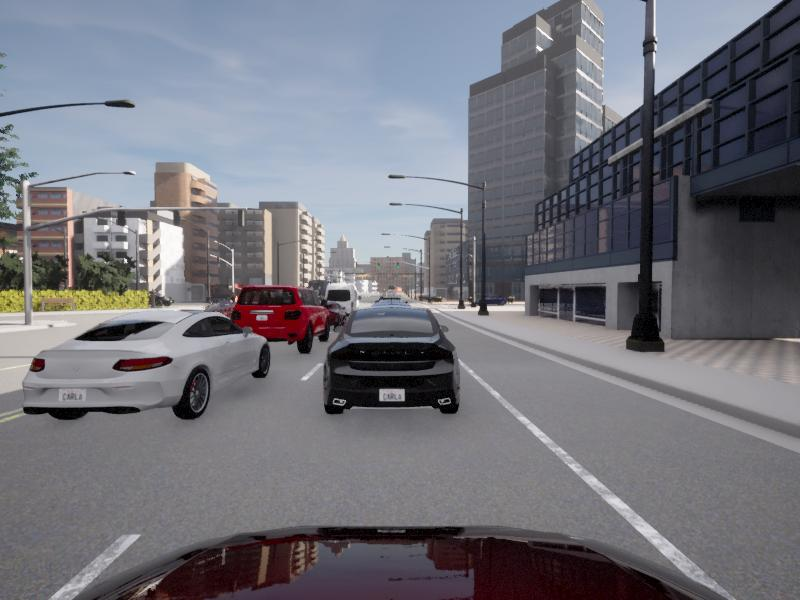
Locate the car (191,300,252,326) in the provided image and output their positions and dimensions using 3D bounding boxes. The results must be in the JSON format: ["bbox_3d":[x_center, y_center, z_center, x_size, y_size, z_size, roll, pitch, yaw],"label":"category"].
[{"bbox_3d":[-10.999,0.759,25.058,1.994,1.385,4.181,0,1,-1],"label":"car"}]

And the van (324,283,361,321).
[{"bbox_3d":[-4.154,0.079,29.688,1.988,2.561,5.915,0,1,-1],"label":"van"}]

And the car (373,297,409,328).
[{"bbox_3d":[-0.525,0.655,24.063,1.930,1.638,5.238,0,1,-1],"label":"car"}]

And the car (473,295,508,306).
[{"bbox_3d":[12.127,0.028,53.711,4.193,1.474,1.816,0,2,-1],"label":"car"}]

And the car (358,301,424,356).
[{"bbox_3d":[-0.306,0.817,14.073,1.882,1.535,5.008,0,1,-1],"label":"car"}]

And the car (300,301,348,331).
[{"bbox_3d":[-4.046,0.782,22.070,1.812,1.442,4.674,0,1,-1],"label":"car"}]

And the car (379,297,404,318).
[{"bbox_3d":[-0.691,0.567,31.748,1.816,1.474,4.193,0,1,-1],"label":"car"}]

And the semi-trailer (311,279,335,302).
[{"bbox_3d":[-15.838,-1.925,83.614,2.717,4.402,14.254,0,1,-2],"label":"semi-trailer"}]

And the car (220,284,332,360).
[{"bbox_3d":[-3.805,0.564,13.567,2.150,2.045,5.566,0,0,-1],"label":"car"}]

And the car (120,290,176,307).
[{"bbox_3d":[-31.155,-0.174,49.607,5.566,2.045,2.150,0,2,-1],"label":"car"}]

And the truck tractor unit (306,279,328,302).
[{"bbox_3d":[-15.620,-1.725,75.706,3.053,4.208,6.516,0,0,-1],"label":"truck tractor unit"}]

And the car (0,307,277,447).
[{"bbox_3d":[-3.644,0.882,6.694,1.812,1.442,4.674,0,0,-1],"label":"car"}]

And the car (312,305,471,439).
[{"bbox_3d":[-0.149,0.857,7.057,1.837,1.490,4.892,0,0,-1],"label":"car"}]
